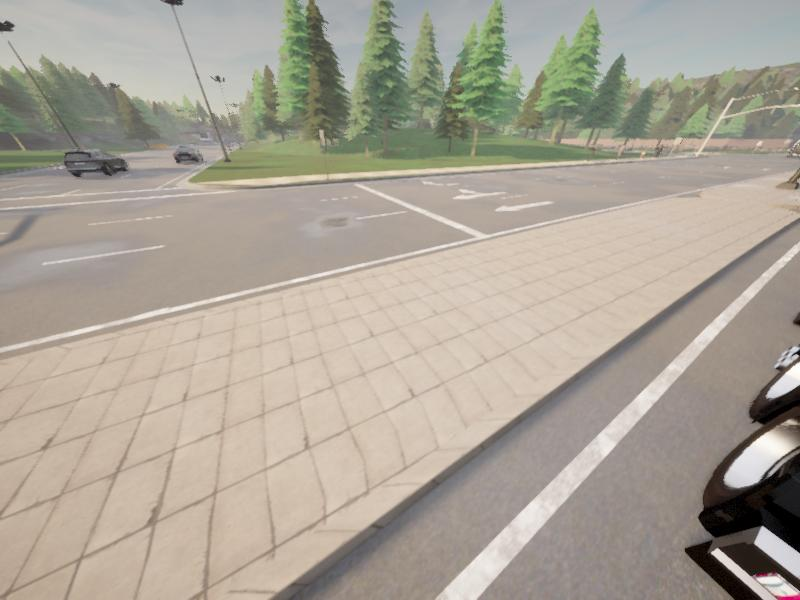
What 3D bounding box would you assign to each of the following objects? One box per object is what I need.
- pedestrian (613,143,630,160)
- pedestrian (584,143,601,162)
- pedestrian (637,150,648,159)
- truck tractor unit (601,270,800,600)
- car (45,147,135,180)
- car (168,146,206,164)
[{"bbox_3d":[29.043,-19.475,30.327,0.751,1.860,0.751,-17,38,-23],"label":"pedestrian"},{"bbox_3d":[23.366,-17.924,28.044,0.751,1.860,0.751,-15,38,-21],"label":"pedestrian"},{"bbox_3d":[33.741,-20.251,32.154,0.500,1.100,0.500,-18,39,-24],"label":"pedestrian"},{"bbox_3d":[5.121,-0.290,0.775,6.516,4.208,3.053,-18,39,-24],"label":"truck tractor unit"},{"bbox_3d":[-22.169,-10.114,16.917,2.033,1.649,4.856,-16,38,-22],"label":"car"},{"bbox_3d":[-24.144,-16.659,26.390,2.038,1.542,4.974,-16,38,-22],"label":"car"}]
